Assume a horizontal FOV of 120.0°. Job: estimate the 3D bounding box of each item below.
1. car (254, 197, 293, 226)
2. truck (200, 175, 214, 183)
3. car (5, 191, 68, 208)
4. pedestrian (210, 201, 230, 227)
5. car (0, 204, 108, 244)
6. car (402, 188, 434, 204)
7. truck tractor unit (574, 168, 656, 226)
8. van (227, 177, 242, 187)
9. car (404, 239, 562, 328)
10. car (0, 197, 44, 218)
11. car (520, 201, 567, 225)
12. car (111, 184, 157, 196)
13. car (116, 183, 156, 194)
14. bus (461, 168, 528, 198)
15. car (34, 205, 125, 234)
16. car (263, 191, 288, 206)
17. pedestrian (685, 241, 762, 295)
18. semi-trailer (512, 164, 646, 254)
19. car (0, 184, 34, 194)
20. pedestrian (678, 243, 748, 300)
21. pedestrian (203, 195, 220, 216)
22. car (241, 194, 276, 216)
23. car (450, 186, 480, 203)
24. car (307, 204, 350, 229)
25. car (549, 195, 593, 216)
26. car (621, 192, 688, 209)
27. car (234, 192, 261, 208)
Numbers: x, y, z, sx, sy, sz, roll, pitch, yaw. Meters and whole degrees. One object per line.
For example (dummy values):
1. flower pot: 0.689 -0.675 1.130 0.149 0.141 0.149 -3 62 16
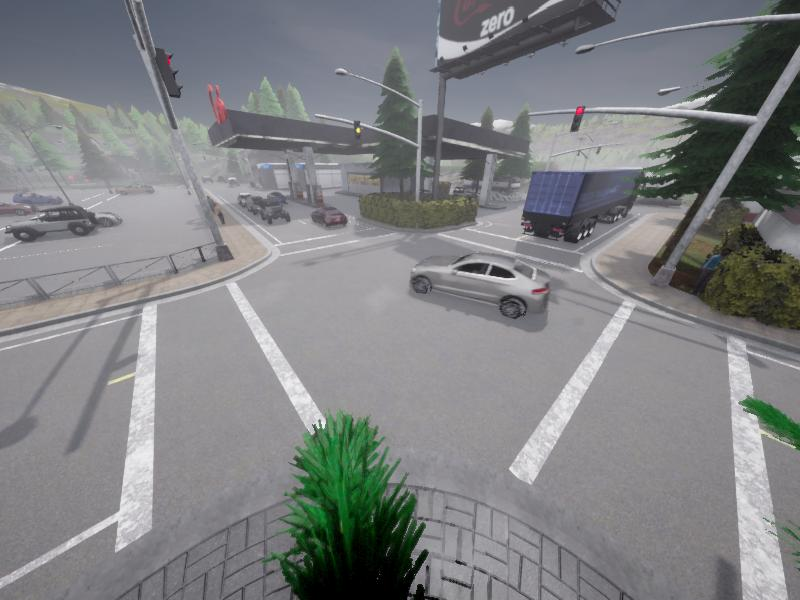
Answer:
1. car: -11.869 -8.361 21.588 1.905 1.878 3.866 -22 37 -33
2. truck: -61.814 -38.728 73.973 2.390 2.098 6.274 -23 37 -34
3. car: -45.788 -12.777 29.270 3.633 1.501 1.845 -23 37 -34
4. pedestrian: -14.777 -7.045 18.985 0.751 1.860 0.751 -23 37 -34
5. car: -23.841 -5.383 15.979 3.866 1.878 1.905 -23 37 -34
6. car: 2.620 -15.713 34.677 2.242 1.667 4.611 -23 37 -34
7. truck tractor unit: 19.680 -9.716 21.227 6.516 4.208 3.053 -23 37 -33
8. van: -43.356 -30.929 60.529 2.069 2.038 4.480 -12 32 -19
9. car: 2.897 -0.918 8.779 5.027 1.651 2.152 17 33 26
10. car: -39.420 -8.945 22.590 4.514 1.523 2.007 -23 37 -34
11. car: 13.323 -8.082 21.356 4.674 1.442 1.812 -22 36 -34
12. car: -47.482 -19.774 41.410 5.027 1.636 2.152 -23 37 -34
13. car: -49.532 -20.953 43.472 4.514 1.523 2.007 -23 37 -34
14. bus: 16.718 -21.582 42.125 3.944 4.253 10.273 -22 37 -33
15. car: -25.501 -6.610 18.671 3.806 1.475 1.970 -23 37 -34
16. car: -17.394 -14.283 32.261 1.816 1.474 4.193 -22 37 -33
17. pedestrian: 12.159 -1.209 8.788 0.751 1.860 0.751 7 31 13
18. semi-trailer: 13.587 -7.279 16.804 14.254 4.402 2.717 -22 37 -34
19. car: -75.561 -21.354 44.506 4.792 1.488 2.163 -23 37 -34
20. pedestrian: 11.558 -1.045 8.594 0.751 1.860 0.751 -15 33 -25
21. pedestrian: -19.086 -9.602 23.414 0.751 1.860 0.751 -23 37 -34
22. car: -15.972 -10.737 25.967 2.033 1.649 4.856 -22 37 -33
23. car: 9.747 -16.005 34.849 1.905 1.878 3.866 -23 37 -34
24. car: -6.492 -7.627 20.838 1.994 1.385 4.181 -22 37 -33
25. car: 18.519 -10.345 25.021 4.902 1.511 2.128 -22 37 -33
26. car: 32.070 -12.739 29.436 5.357 1.411 2.033 18 35 29
27. car: -19.994 -13.111 30.230 1.970 1.475 3.806 -22 37 -33
